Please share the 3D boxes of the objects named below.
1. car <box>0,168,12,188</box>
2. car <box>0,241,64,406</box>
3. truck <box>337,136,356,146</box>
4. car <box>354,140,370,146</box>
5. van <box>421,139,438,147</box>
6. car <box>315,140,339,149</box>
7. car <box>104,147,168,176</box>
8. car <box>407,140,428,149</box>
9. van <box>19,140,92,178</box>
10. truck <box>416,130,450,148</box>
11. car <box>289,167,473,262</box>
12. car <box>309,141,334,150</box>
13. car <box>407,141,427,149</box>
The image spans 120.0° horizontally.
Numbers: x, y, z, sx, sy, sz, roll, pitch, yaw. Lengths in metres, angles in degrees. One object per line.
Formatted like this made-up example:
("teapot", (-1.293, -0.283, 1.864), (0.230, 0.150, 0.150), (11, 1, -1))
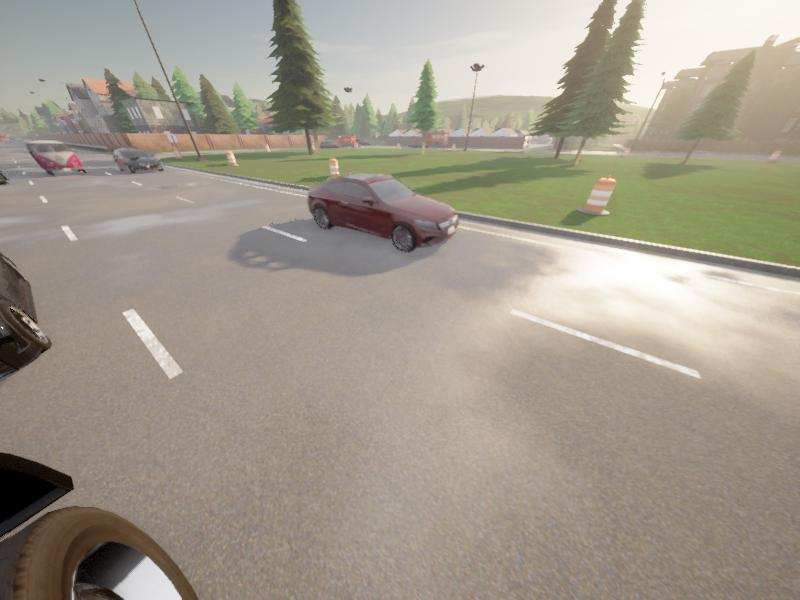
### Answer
("car", (-23.483, -7.079, 12.377), (5.027, 1.651, 2.152), (22, 41, 28))
("car", (-6.148, 0.106, 2.578), (4.181, 1.385, 1.994), (22, 40, 28))
("truck", (-16.131, -47.855, 69.584), (5.204, 2.467, 2.627), (22, 41, 28))
("car", (-12.125, -50.739, 74.573), (4.792, 1.488, 2.163), (22, 41, 28))
("van", (8.433, -44.997, 66.132), (4.442, 1.987, 1.775), (22, 41, 28))
("car", (-17.052, -36.501, 54.271), (4.611, 1.667, 2.242), (-24, 42, -30))
("car", (-19.808, -10.451, 17.304), (4.892, 1.490, 1.837), (22, 41, 28))
("car", (4.359, -39.081, 58.097), (4.611, 1.667, 2.242), (22, 41, 28))
("van", (-23.627, -9.746, 15.849), (4.442, 1.987, 1.775), (22, 41, 28))
("truck", (8.607, -43.219, 62.009), (8.468, 3.827, 2.891), (22, 41, 28))
("car", (-0.697, -2.648, 6.417), (4.674, 1.442, 1.812), (22, 41, 28))
("car", (-17.128, -33.913, 50.668), (4.514, 1.525, 2.007), (-26, 43, -32))
("car", (4.497, -41.411, 61.574), (5.027, 1.651, 2.152), (22, 41, 28))
